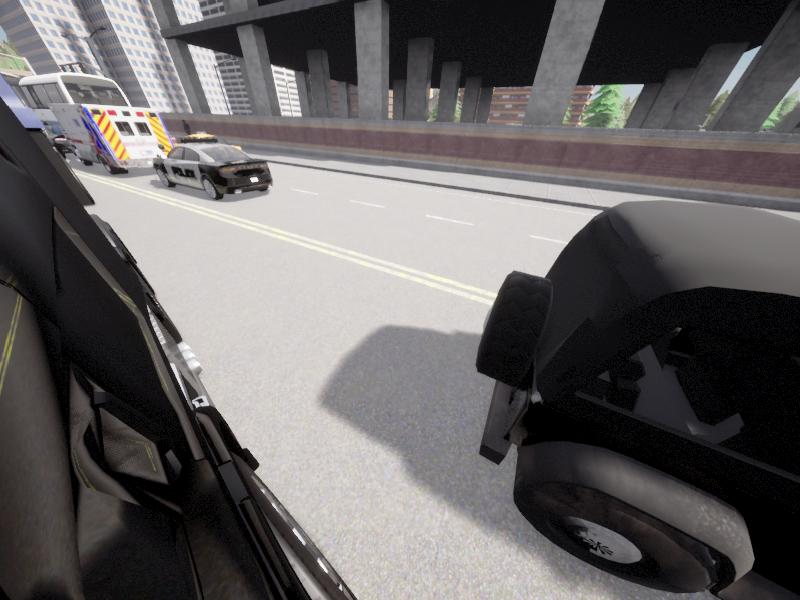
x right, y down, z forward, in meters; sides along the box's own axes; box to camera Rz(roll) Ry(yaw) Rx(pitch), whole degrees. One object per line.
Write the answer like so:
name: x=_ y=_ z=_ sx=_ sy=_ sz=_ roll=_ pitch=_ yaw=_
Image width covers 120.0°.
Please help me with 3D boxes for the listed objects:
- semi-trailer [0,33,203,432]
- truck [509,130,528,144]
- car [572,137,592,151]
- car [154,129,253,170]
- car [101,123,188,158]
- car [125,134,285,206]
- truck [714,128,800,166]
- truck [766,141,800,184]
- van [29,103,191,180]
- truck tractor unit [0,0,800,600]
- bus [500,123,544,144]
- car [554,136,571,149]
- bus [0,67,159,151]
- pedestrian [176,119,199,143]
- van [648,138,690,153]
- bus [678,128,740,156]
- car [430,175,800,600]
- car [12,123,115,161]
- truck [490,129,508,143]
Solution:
semi-trailer: x=-8.777 y=-3.549 z=4.150 sx=14.254 sy=4.402 sz=2.717 roll=27 pitch=43 yaw=29
truck: x=27.283 y=-37.435 z=53.143 sx=2.615 sy=2.467 sz=5.204 roll=20 pitch=40 yaw=21
car: x=31.946 y=-27.599 z=40.707 sx=1.905 sy=1.878 sz=3.866 roll=20 pitch=40 yaw=21
car: x=-11.396 y=-8.846 z=13.446 sx=5.366 sy=1.575 sz=1.801 roll=20 pitch=40 yaw=21
car: x=-17.606 y=-11.100 z=15.995 sx=4.611 sy=1.667 sz=2.242 roll=20 pitch=40 yaw=21
car: x=-7.058 y=-4.936 z=8.436 sx=5.238 sy=1.638 sz=1.930 roll=20 pitch=40 yaw=21
truck: x=48.825 y=-21.141 z=31.737 sx=2.891 sy=3.827 sz=8.468 roll=20 pitch=40 yaw=21
truck: x=30.282 y=-9.472 z=16.078 sx=2.627 sy=2.467 sz=5.204 roll=20 pitch=40 yaw=21
van: x=-13.525 y=-7.566 z=10.890 sx=6.366 sy=2.431 sz=2.351 roll=20 pitch=40 yaw=21
truck tractor unit: x=-2.645 y=-0.295 z=0.351 sx=6.516 sy=4.208 sz=3.053 roll=28 pitch=44 yaw=30
bus: x=35.117 y=-48.135 z=66.729 sx=10.273 sy=4.253 sz=3.944 roll=20 pitch=40 yaw=22
car: x=29.370 y=-28.523 z=41.782 sx=1.905 sy=1.878 sz=3.866 roll=20 pitch=40 yaw=21
bus: x=-25.392 y=-14.847 z=18.361 sx=10.273 sy=4.253 sz=3.944 roll=20 pitch=40 yaw=21
pedestrian: x=-21.041 y=-16.756 z=22.895 sx=0.751 sy=1.860 sz=0.751 roll=15 pitch=39 yaw=16
van: x=62.182 y=-35.976 z=53.594 sx=2.351 sy=2.431 sz=6.366 roll=5 pitch=37 yaw=2
bus: x=63.595 y=-32.985 z=48.156 sx=3.944 sy=4.253 sz=10.273 roll=23 pitch=41 yaw=25
car: x=2.425 y=0.735 z=1.235 sx=3.866 sy=1.878 sz=1.905 roll=20 pitch=40 yaw=21
car: x=-20.214 y=-9.578 z=13.927 sx=4.902 sy=1.511 sz=2.128 roll=20 pitch=40 yaw=21
truck: x=23.506 y=-38.790 z=54.719 sx=2.615 sy=2.467 sz=5.204 roll=20 pitch=40 yaw=21
